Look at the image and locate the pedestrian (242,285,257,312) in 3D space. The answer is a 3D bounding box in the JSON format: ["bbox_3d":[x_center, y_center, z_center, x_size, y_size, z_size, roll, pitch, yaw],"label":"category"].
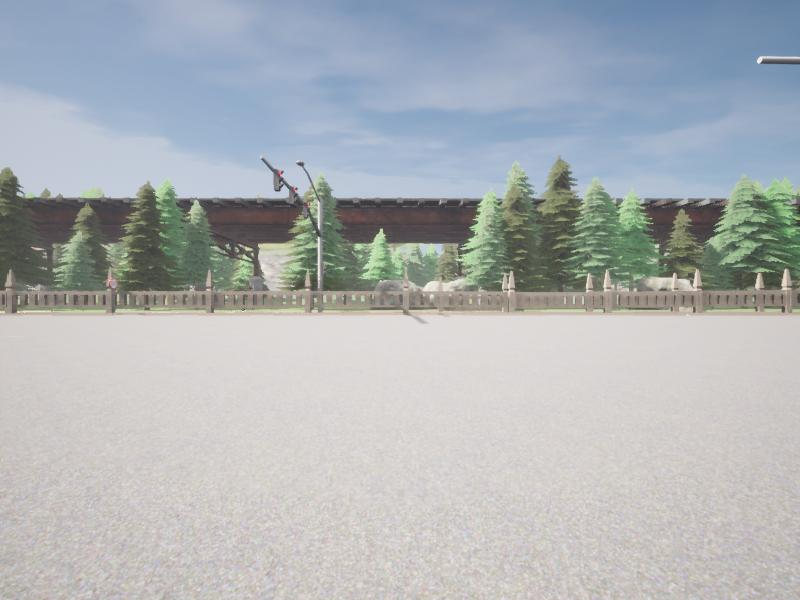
[{"bbox_3d":[-10.663,-0.115,28.316,0.751,1.860,0.751,0,0,1],"label":"pedestrian"}]
